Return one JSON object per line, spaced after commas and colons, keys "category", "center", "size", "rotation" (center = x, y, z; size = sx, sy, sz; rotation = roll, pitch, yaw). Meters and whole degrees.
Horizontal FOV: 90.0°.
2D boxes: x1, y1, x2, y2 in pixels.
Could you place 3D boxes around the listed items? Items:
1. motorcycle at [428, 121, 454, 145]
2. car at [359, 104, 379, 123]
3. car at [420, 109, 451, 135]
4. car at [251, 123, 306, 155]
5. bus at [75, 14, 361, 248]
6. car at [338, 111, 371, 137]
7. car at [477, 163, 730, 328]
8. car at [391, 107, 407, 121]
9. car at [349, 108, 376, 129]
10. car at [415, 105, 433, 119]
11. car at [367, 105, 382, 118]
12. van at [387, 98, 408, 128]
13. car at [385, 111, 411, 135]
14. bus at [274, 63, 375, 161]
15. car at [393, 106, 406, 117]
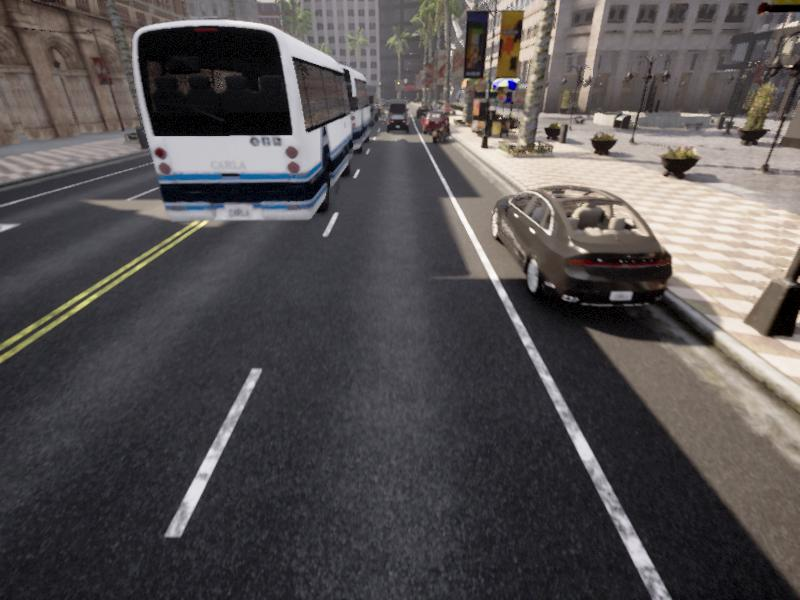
{"category": "motorcycle", "center": [2.803, -11.381, 27.203], "size": [0.764, 1.277, 2.356], "rotation": [14, 31, 26]}
{"category": "car", "center": [-3.615, -22.249, 47.584], "size": [1.932, 1.855, 4.605], "rotation": [0, 28, 0]}
{"category": "car", "center": [2.915, -15.014, 33.606], "size": [2.185, 1.767, 4.553], "rotation": [0, 27, 0]}
{"category": "car", "center": [-7.123, -9.709, 23.945], "size": [1.994, 1.385, 4.181], "rotation": [0, 27, 0]}
{"category": "bus", "center": [-3.695, -5.431, 12.494], "size": [3.944, 4.253, 10.273], "rotation": [0, 27, 0]}
{"category": "car", "center": [-3.683, -14.656, 33.184], "size": [2.152, 1.651, 5.027], "rotation": [0, 27, 0]}
{"category": "car", "center": [3.053, -1.404, 7.574], "size": [2.231, 1.521, 4.892], "rotation": [0, 27, 0]}
{"category": "car", "center": [-0.103, -22.919, 49.264], "size": [1.970, 1.475, 3.806], "rotation": [0, 27, 0]}
{"category": "car", "center": [-3.690, -18.414, 40.447], "size": [2.152, 1.651, 5.027], "rotation": [0, 27, 1]}
{"category": "car", "center": [3.113, -24.969, 53.183], "size": [2.163, 1.488, 4.792], "rotation": [0, 27, 0]}
{"category": "car", "center": [-3.552, -26.914, 57.015], "size": [1.837, 1.490, 4.892], "rotation": [0, 27, 0]}
{"category": "van", "center": [-0.178, -19.365, 41.241], "size": [1.988, 2.561, 5.915], "rotation": [0, 27, 1]}
{"category": "car", "center": [-0.177, -15.456, 34.782], "size": [2.038, 1.542, 4.974], "rotation": [0, 27, 0]}
{"category": "bus", "center": [-3.758, -11.237, 23.715], "size": [3.944, 4.253, 10.273], "rotation": [0, 27, 0]}
{"category": "car", "center": [-0.048, -27.132, 57.604], "size": [1.895, 1.301, 4.718], "rotation": [0, 27, 0]}
